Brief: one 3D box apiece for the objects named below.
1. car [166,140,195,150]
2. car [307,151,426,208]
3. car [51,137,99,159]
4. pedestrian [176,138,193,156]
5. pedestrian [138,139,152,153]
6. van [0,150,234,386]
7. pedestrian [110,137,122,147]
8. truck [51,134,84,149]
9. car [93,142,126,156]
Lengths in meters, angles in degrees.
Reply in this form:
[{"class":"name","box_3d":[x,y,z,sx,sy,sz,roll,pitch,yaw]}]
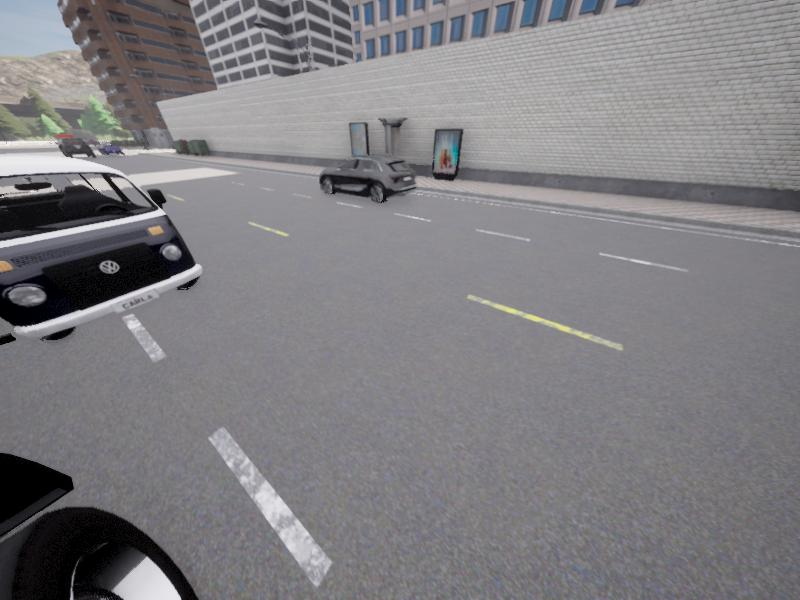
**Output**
[{"class":"car","box_3d":[-46.331,-32.832,48.838,1.789,1.549,3.705,22,41,28]},{"class":"car","box_3d":[-1.534,-5.506,10.271,4.856,1.649,2.033,22,41,28]},{"class":"car","box_3d":[-39.398,-18.432,27.989,5.566,2.045,2.150,22,41,28]},{"class":"pedestrian","box_3d":[-26.650,-18.916,28.601,0.751,1.860,0.751,23,41,28]},{"class":"pedestrian","box_3d":[-41.772,-25.284,37.864,0.751,1.860,0.751,-20,40,-27]},{"class":"van","box_3d":[-5.305,-1.025,3.551,4.480,2.038,2.069,17,39,25]},{"class":"pedestrian","box_3d":[-63.320,-35.241,51.497,0.751,1.860,0.751,7,36,9]},{"class":"truck","box_3d":[-69.331,-33.089,48.192,5.204,2.467,2.627,22,41,28]},{"class":"car","box_3d":[-40.806,-21.217,32.417,4.193,1.474,1.816,22,41,28]}]
